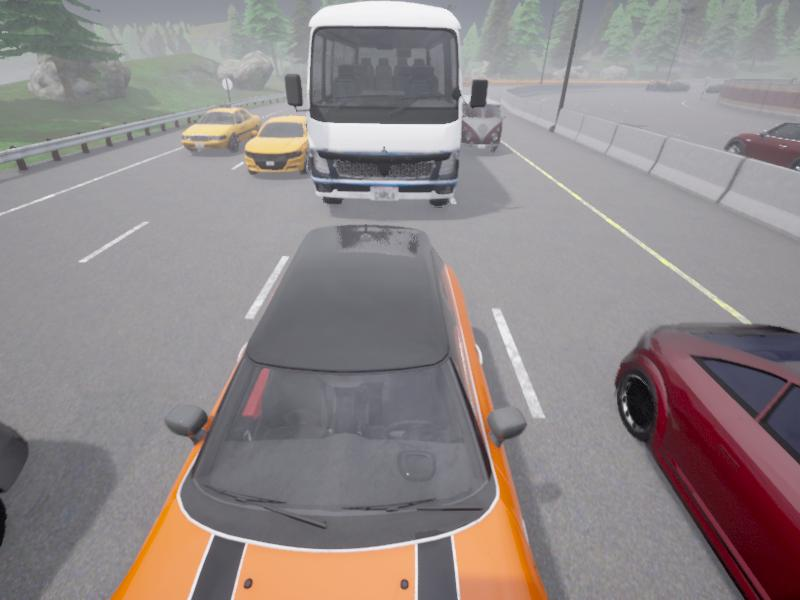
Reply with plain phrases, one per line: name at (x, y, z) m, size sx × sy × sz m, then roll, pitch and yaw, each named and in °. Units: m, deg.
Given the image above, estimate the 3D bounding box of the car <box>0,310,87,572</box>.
car at (-3.830, 1.974, 0.946) m, size 2.152 × 1.651 × 5.027 m, roll 1°, pitch 30°, yaw 0°

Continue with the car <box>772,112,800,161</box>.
car at (17.162, -5.797, 14.822) m, size 2.242 × 1.667 × 4.611 m, roll 1°, pitch 30°, yaw 0°

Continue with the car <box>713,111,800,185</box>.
car at (13.661, -5.286, 13.721) m, size 2.097 × 1.767 × 4.553 m, roll 1°, pitch 30°, yaw 0°

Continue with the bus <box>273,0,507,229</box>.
bus at (-0.198, -6.015, 12.132) m, size 3.944 × 4.253 × 10.273 m, roll 1°, pitch 30°, yaw 0°

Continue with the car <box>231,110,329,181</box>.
car at (-3.835, -5.516, 13.863) m, size 1.882 × 1.535 × 5.008 m, roll 1°, pitch 30°, yaw 0°

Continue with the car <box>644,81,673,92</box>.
car at (42.410, -35.116, 65.730) m, size 3.705 × 1.549 × 1.789 m, roll -12°, pitch 33°, yaw -20°

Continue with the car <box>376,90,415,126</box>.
car at (-0.197, -12.252, 25.380) m, size 2.242 × 1.667 × 4.611 m, roll 1°, pitch 30°, yaw 1°

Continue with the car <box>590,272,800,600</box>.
car at (3.165, 1.393, 2.397) m, size 1.994 × 1.385 × 4.181 m, roll 1°, pitch 30°, yaw 0°

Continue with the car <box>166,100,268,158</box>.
car at (-7.335, -7.314, 16.800) m, size 1.801 × 1.575 × 5.366 m, roll 1°, pitch 30°, yaw 0°

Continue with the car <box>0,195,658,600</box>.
car at (-0.328, 0.780, 2.965) m, size 2.097 × 1.767 × 4.553 m, roll 1°, pitch 31°, yaw -1°

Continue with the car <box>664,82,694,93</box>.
car at (44.027, -33.530, 63.058) m, size 3.633 × 1.501 × 1.845 m, roll -12°, pitch 33°, yaw -20°

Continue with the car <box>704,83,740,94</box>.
car at (49.654, -32.632, 61.744) m, size 4.181 × 1.385 × 1.994 m, roll -9°, pitch 32°, yaw -16°

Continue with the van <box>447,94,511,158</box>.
van at (3.185, -7.577, 17.155) m, size 1.775 × 1.987 × 4.442 m, roll 1°, pitch 30°, yaw 0°
